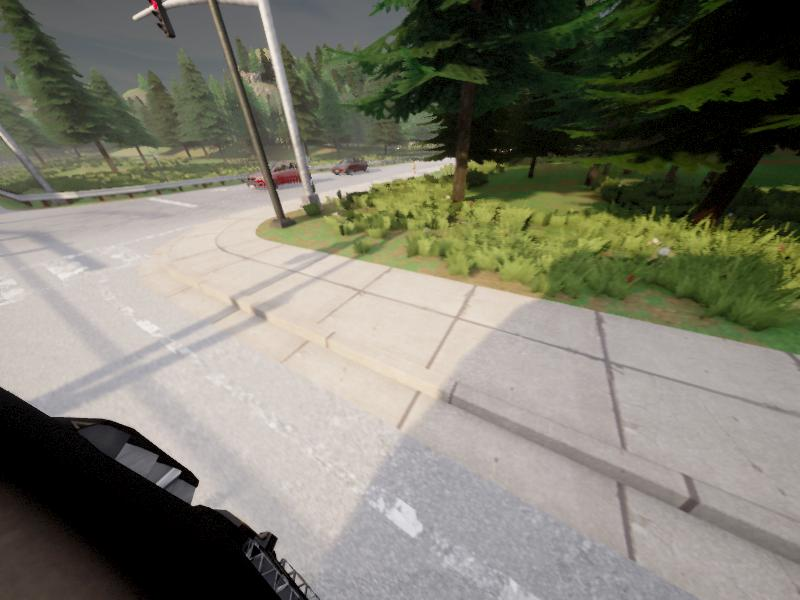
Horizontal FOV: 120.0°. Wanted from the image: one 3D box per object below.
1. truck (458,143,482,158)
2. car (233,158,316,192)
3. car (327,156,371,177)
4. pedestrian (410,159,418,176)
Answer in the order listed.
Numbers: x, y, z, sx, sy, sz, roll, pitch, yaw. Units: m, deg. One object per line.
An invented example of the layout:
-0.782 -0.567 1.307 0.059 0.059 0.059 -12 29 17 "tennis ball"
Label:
12.876 -27.440 42.237 2.390 2.098 6.274 16 38 26 "truck"
-8.836 -9.183 16.811 2.242 1.667 4.611 15 38 25 "car"
-4.884 -13.237 22.784 1.816 1.474 4.193 15 38 25 "car"
1.086 -10.275 17.914 0.500 1.100 0.500 7 35 14 "pedestrian"
